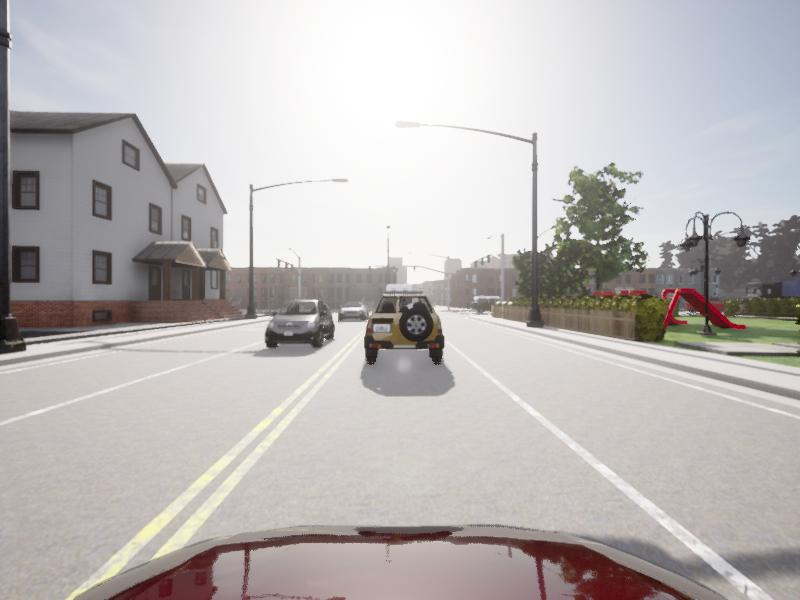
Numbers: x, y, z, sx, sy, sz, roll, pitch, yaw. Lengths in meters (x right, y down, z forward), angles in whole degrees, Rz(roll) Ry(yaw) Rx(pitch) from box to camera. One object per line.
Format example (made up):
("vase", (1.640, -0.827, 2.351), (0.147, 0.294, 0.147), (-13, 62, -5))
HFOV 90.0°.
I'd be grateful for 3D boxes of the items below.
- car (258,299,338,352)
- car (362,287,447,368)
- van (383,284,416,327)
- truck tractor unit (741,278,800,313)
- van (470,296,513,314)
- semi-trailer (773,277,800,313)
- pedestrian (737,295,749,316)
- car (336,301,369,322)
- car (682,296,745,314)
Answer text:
("car", (-3.449, 0.793, 14.310), (1.851, 1.617, 3.988), (0, 0, -1))
("car", (0.083, 0.654, 11.412), (1.932, 1.855, 4.605), (0, -1, -1))
("van", (-0.065, 0.332, 26.787), (1.988, 2.561, 5.915), (0, 0, -1))
("truck tractor unit", (47.310, -0.505, 50.153), (6.516, 4.208, 3.053), (1, 0, -1))
("van", (10.430, 0.590, 45.866), (4.480, 2.038, 2.069), (0, 0, -1))
("semi-trailer", (55.219, -0.597, 50.270), (14.254, 4.402, 2.717), (0, 0, -1))
("pedestrian", (30.506, 0.503, 35.567), (0.751, 1.860, 0.751), (0, 0, 34))
("car", (-3.614, 0.834, 31.325), (2.038, 1.542, 4.974), (0, 0, -1))
("car", (36.172, 0.583, 46.230), (5.566, 2.045, 2.150), (0, 0, 0))
